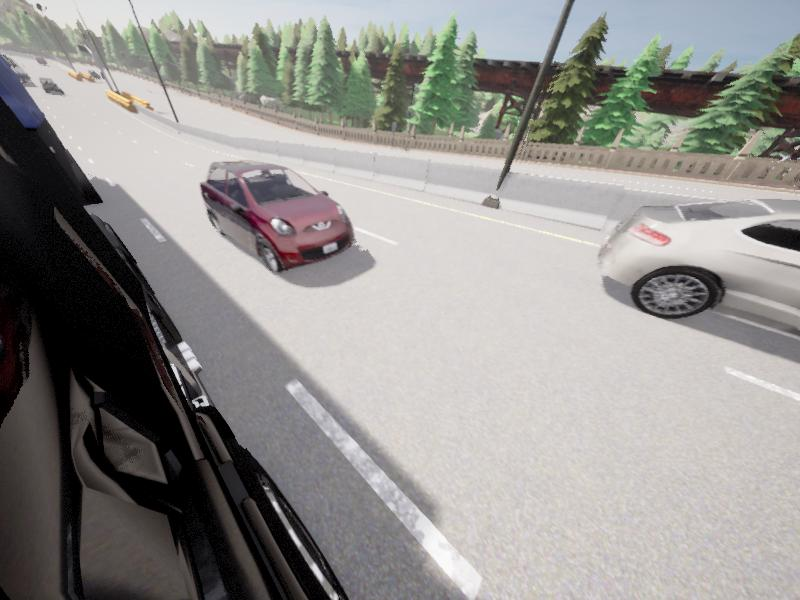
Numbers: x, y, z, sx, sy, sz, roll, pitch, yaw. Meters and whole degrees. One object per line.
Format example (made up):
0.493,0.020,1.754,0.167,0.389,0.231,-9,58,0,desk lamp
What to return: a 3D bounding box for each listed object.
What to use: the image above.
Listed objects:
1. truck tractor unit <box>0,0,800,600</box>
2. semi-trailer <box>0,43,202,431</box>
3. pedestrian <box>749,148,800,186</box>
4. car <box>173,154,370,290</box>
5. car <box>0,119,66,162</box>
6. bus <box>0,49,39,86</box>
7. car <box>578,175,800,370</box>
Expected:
-2.645,-0.295,0.351,6.516,4.208,3.053,28,44,30,truck tractor unit
-8.696,-3.611,4.223,14.254,4.402,2.717,28,44,30,semi-trailer
22.901,-8.069,14.037,0.751,1.860,0.751,34,46,25,pedestrian
-2.593,-1.905,4.748,3.633,1.501,1.845,28,44,30,car
-21.188,-9.161,13.143,5.366,1.575,1.801,29,44,29,car
-68.504,-37.912,36.926,3.944,4.253,10.273,28,44,20,bus
5.749,-0.222,2.961,5.027,1.651,2.152,28,44,30,car
